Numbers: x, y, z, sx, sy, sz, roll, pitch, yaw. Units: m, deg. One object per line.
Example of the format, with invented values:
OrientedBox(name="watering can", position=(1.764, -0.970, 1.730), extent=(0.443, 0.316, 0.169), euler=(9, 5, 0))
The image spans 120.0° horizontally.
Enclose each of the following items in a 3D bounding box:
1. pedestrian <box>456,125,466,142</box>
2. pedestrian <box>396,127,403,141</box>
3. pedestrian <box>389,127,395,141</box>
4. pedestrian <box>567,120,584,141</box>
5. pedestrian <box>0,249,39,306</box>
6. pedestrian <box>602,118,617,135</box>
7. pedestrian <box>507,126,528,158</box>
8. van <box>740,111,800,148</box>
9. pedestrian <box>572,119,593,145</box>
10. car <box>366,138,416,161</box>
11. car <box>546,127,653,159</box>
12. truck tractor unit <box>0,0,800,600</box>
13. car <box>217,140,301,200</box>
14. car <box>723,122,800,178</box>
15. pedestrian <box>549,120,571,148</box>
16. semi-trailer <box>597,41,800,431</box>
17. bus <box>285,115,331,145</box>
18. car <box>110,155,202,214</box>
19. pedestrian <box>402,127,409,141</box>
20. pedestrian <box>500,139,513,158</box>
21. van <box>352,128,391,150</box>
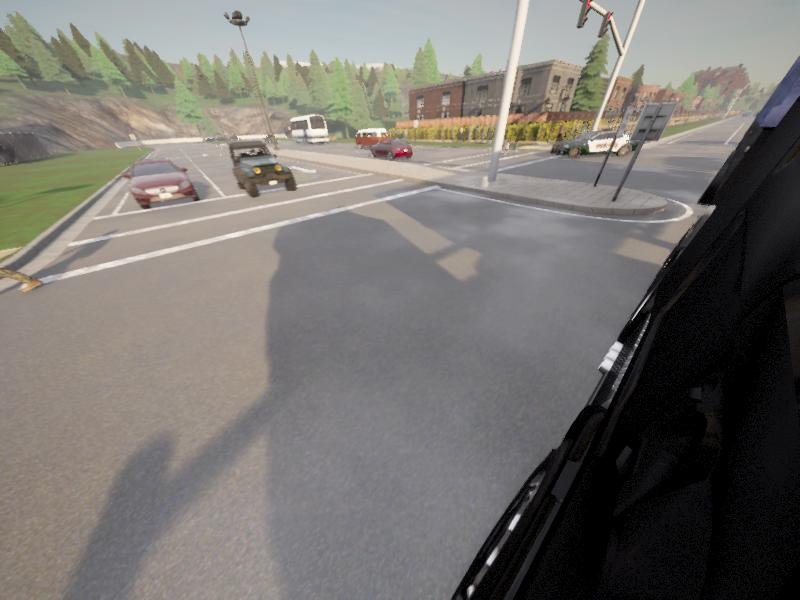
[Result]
OrientedBox(name="pedestrian", position=(8.037, -21.985, 30.511), extent=(0.751, 1.860, 0.751), euler=(-28, 44, -30))
OrientedBox(name="pedestrian", position=(-0.108, -27.557, 38.397), extent=(0.751, 1.860, 0.751), euler=(-30, 45, -31))
OrientedBox(name="pedestrian", position=(-1.378, -28.430, 39.632), extent=(0.751, 1.860, 0.751), euler=(-25, 42, -27))
OrientedBox(name="pedestrian", position=(19.265, -18.590, 25.334), extent=(0.751, 1.860, 0.751), euler=(-32, 46, -33))
OrientedBox(name="pedestrian", position=(-6.979, -0.781, 3.498), extent=(0.751, 1.860, 0.751), euler=(23, 44, 30))
OrientedBox(name="pedestrian", position=(28.784, -23.861, 31.767), extent=(0.751, 1.860, 0.751), euler=(-23, 41, -25))
OrientedBox(name="pedestrian", position=(8.628, -11.632, 17.027), extent=(0.751, 1.860, 0.751), euler=(-28, 44, -30))
OrientedBox(name="van", position=(27.979, -12.884, 17.425), extent=(4.442, 1.987, 1.775), euler=(-28, 44, -30))
OrientedBox(name="pedestrian", position=(17.040, -15.690, 21.615), extent=(0.751, 1.860, 0.751), euler=(-26, 43, -28))
OrientedBox(name="car", position=(-0.843, -12.777, 19.514), extent=(1.994, 1.385, 4.181), euler=(-28, 44, -29))
OrientedBox(name="car", position=(13.371, -10.787, 15.889), extent=(4.974, 1.542, 2.038), euler=(3, 37, 7))
OrientedBox(name="truck tractor unit", position=(2.645, -0.295, 0.351), extent=(6.516, 4.208, 3.053), euler=(-28, 44, -30))
OrientedBox(name="car", position=(-6.384, -5.981, 10.386), extent=(1.905, 1.878, 3.866), euler=(-28, 43, -29))
OrientedBox(name="car", position=(17.154, -6.960, 10.505), extent=(5.027, 1.651, 2.152), euler=(-28, 44, -30))
OrientedBox(name="pedestrian", position=(13.641, -14.141, 19.709), extent=(0.751, 1.860, 0.751), euler=(-28, 44, -30))
OrientedBox(name="semi-trailer", position=(8.709, -3.597, 4.217), extent=(14.254, 4.402, 2.717), euler=(-28, 44, -30))
OrientedBox(name="bus", position=(-17.594, -32.206, 43.917), extent=(3.944, 4.253, 10.273), euler=(-28, 44, -29))
OrientedBox(name="car", position=(-10.060, -5.073, 9.768), extent=(1.812, 1.442, 4.674), euler=(-27, 44, -29))
OrientedBox(name="pedestrian", position=(0.852, -26.916, 37.488), extent=(0.751, 1.860, 0.751), euler=(-29, 45, -31))
OrientedBox(name="pedestrian", position=(7.806, -11.113, 16.972), extent=(0.500, 1.100, 0.500), euler=(-28, 44, -30))
OrientedBox(name="van", position=(-3.490, -19.729, 28.345), extent=(4.480, 2.038, 2.069), euler=(25, 45, 31))
